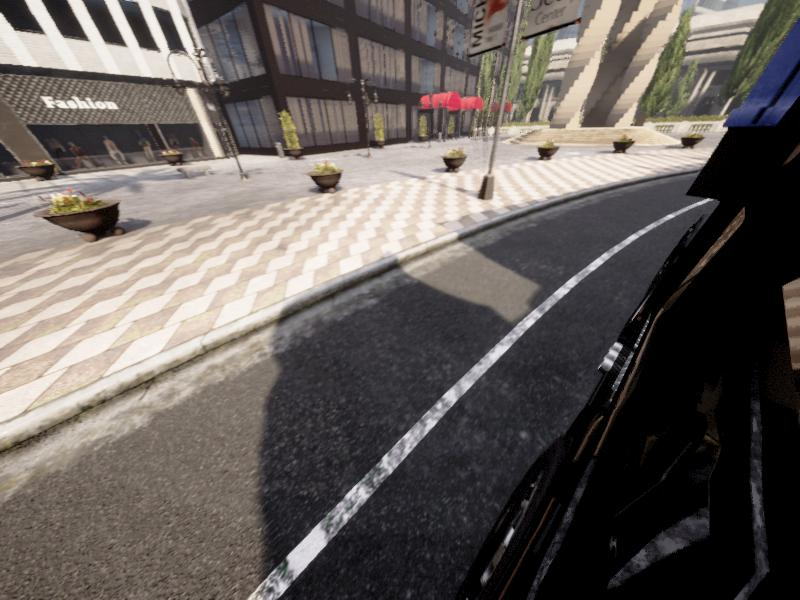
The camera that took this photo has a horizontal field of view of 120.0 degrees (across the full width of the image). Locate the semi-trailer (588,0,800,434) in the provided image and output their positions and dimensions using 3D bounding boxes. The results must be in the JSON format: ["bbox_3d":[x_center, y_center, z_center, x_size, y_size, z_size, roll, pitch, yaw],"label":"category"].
[{"bbox_3d":[9.362,-3.019,3.474,14.254,4.402,2.717,-20,40,-22],"label":"semi-trailer"}]

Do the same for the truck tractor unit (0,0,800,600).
[{"bbox_3d":[2.645,-0.295,0.351,6.516,4.208,3.053,-28,44,-30],"label":"truck tractor unit"}]
